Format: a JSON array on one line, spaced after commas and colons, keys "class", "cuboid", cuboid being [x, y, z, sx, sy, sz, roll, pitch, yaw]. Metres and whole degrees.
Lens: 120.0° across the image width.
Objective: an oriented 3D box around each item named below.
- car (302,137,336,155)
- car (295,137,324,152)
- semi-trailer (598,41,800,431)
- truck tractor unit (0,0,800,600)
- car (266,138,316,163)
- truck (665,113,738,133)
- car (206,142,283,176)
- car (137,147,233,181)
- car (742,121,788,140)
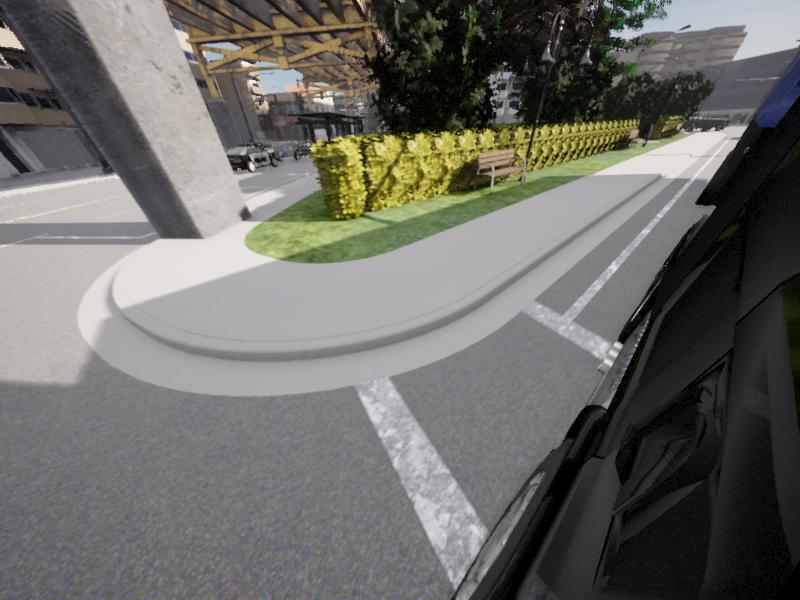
[{"class": "car", "cuboid": [-9.866, -19.049, 28.483, 2.038, 1.542, 4.974, 1, 37, 5]}, {"class": "car", "cuboid": [-12.863, -22.261, 33.040, 1.812, 1.442, 4.674, 3, 37, 7]}, {"class": "semi-trailer", "cuboid": [8.689, -3.605, 4.245, 14.254, 4.402, 2.717, -28, 44, -30]}, {"class": "truck tractor unit", "cuboid": [2.645, -0.295, 0.351, 6.516, 4.208, 3.053, -28, 44, -30]}, {"class": "car", "cuboid": [-10.498, -14.840, 22.811, 2.152, 1.651, 5.027, 1, 37, 5]}, {"class": "truck", "cuboid": [44.001, -25.917, 33.881, 6.274, 2.098, 2.390, 0, 37, 4]}, {"class": "car", "cuboid": [-11.169, -10.642, 17.216, 1.930, 1.638, 5.238, 1, 37, 5]}, {"class": "car", "cuboid": [-14.789, -9.763, 16.397, 2.163, 1.488, 4.792, 1, 37, 5]}, {"class": "car", "cuboid": [35.404, -16.530, 22.503, 4.718, 1.301, 1.895, -28, 43, -30]}]
